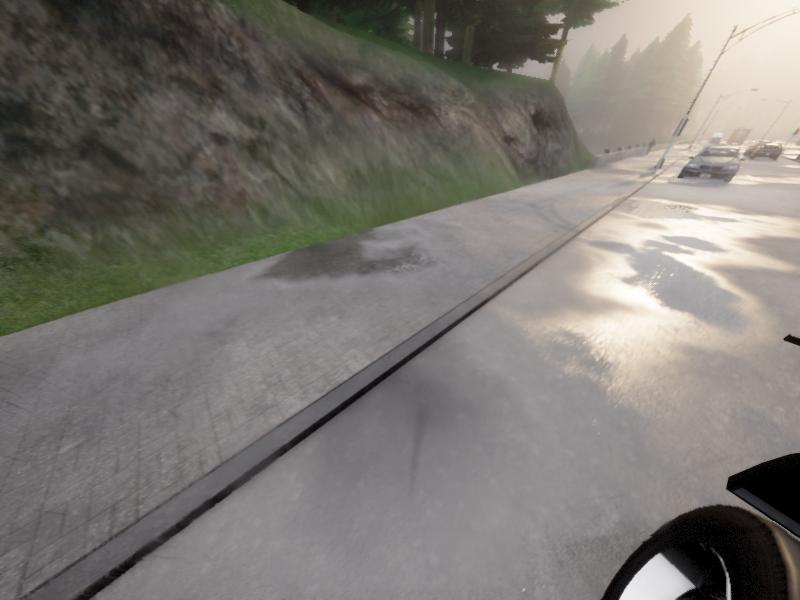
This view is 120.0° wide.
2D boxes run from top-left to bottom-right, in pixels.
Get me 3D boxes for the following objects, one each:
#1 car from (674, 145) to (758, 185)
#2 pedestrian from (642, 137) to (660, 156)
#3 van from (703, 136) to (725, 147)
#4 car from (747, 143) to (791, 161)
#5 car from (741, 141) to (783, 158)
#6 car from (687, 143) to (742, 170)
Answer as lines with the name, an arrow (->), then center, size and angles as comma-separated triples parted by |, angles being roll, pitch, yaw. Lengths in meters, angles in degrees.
car -> 19.063, -8.365, 14.087 | 4.611, 1.667, 2.242 | -28, 44, -33
pedestrian -> 30.813, -18.855, 28.381 | 0.751, 1.860, 0.751 | 28, 44, 34
van -> 68.865, -34.778, 50.633 | 4.480, 2.038, 2.069 | -28, 44, -33
car -> 40.160, -16.282, 25.275 | 4.193, 1.474, 1.816 | -28, 44, -33
car -> 45.053, -18.884, 28.858 | 4.974, 1.542, 2.038 | -28, 44, -33
car -> 26.623, -12.331, 19.660 | 4.856, 1.649, 2.033 | -28, 44, -33
